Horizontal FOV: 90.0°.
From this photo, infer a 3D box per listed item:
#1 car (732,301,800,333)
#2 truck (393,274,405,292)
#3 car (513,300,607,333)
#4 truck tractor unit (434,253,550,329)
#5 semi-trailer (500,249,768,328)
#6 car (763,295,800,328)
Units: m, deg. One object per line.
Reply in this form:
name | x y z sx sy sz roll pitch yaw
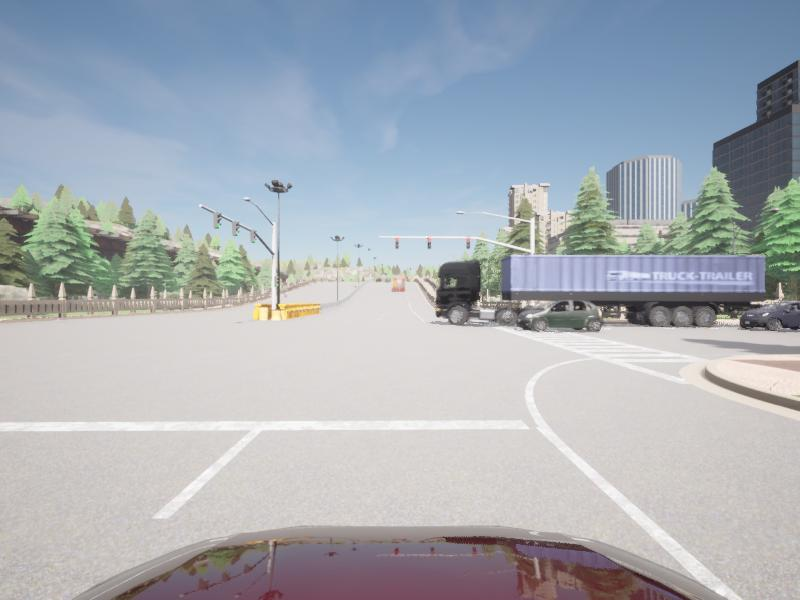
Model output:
car | 19.458 0.827 20.323 3.633 1.501 1.845 0 0 0
truck | -0.207 -4.480 103.741 2.891 3.827 8.468 0 7 0
car | 7.965 0.788 20.118 3.988 1.617 1.851 0 0 -3
truck tractor unit | 5.591 -0.526 24.660 6.516 4.208 3.053 0 1 15
semi-trailer | 13.441 -0.622 23.928 14.254 4.402 2.717 0 0 2
car | 24.826 0.651 23.841 4.605 1.855 1.932 0 0 0
